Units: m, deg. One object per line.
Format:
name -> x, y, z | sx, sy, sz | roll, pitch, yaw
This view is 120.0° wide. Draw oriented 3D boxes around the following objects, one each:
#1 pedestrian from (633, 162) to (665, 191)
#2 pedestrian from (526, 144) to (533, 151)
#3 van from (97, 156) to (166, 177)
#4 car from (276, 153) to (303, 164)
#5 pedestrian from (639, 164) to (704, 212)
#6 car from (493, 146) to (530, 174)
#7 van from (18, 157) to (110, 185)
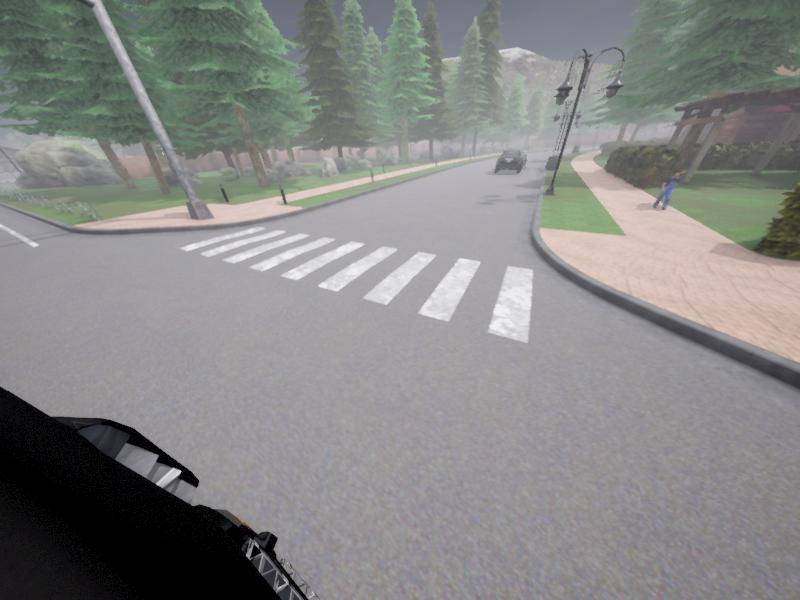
pedestrian -> 11.247, -5.599, 10.453 | 0.500, 1.100, 0.500 | 13, 37, 22
pedestrian -> 30.088, -35.458, 53.622 | 0.751, 1.300, 0.751 | -23, 39, -28
van -> -42.115, -21.268, 36.600 | 2.351, 2.431, 6.366 | 14, 37, 24
car -> -24.611, -31.777, 51.850 | 2.152, 1.651, 5.027 | 15, 38, 24
pedestrian -> 8.814, -3.688, 7.592 | 0.751, 1.300, 0.751 | 13, 37, 21
car -> 10.030, -12.564, 20.639 | 2.097, 1.767, 4.553 | 15, 38, 24
van -> -42.557, -16.594, 29.551 | 1.988, 2.561, 5.915 | 14, 37, 24
